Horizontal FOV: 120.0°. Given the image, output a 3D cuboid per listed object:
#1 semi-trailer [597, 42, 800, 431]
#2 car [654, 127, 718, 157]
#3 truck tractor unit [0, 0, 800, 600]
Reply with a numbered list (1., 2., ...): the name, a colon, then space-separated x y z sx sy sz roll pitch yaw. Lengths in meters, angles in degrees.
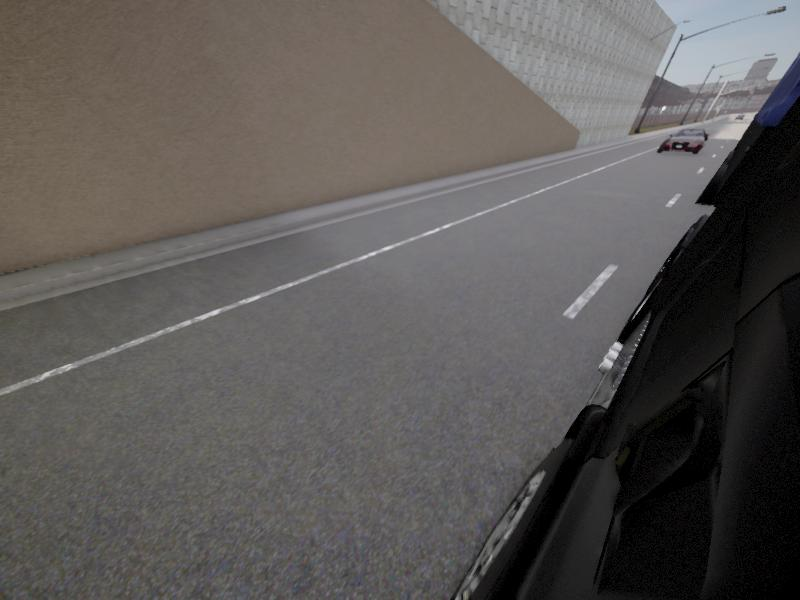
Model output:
1. semi-trailer: 8.699 -3.595 4.241 14.254 4.402 2.717 -28 44 -30
2. car: 19.788 -10.994 15.999 4.181 1.385 1.994 -28 44 -30
3. truck tractor unit: 2.645 -0.295 0.352 6.516 4.208 3.053 -28 44 -30
